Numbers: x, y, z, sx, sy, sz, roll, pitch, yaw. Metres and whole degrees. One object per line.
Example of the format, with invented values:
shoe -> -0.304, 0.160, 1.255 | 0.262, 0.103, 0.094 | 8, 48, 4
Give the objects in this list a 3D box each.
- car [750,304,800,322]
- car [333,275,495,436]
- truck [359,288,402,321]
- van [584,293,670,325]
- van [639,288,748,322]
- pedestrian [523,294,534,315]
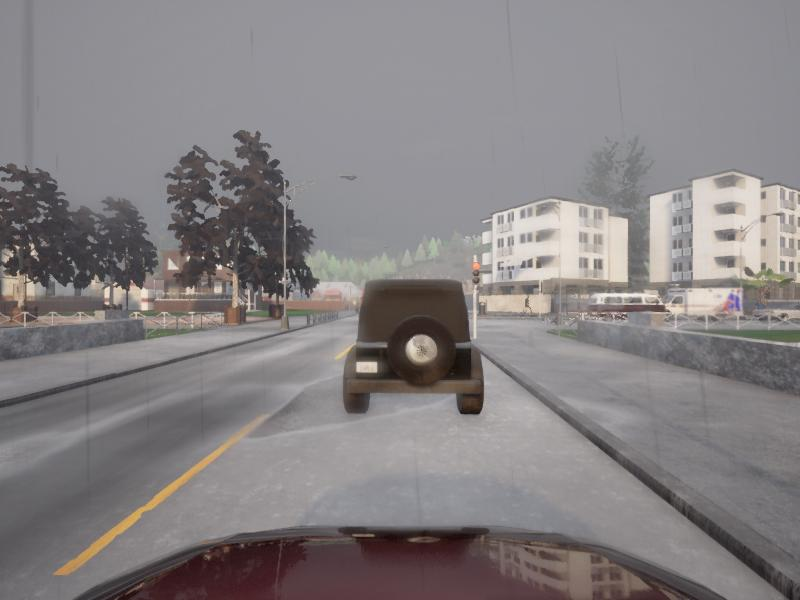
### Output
car -> 29.156, 0.944, 29.630 | 4.718, 1.301, 1.895 | 0, 0, 2
car -> 0.220, 0.646, 6.640 | 1.905, 1.878, 3.866 | 0, 0, 2
truck -> -1.753, 0.366, 33.665 | 2.627, 2.467, 5.204 | -1, 0, -15
van -> 14.733, 0.571, 26.193 | 4.480, 2.038, 2.069 | 0, 0, 3
van -> 21.752, 0.378, 29.883 | 6.366, 2.431, 2.351 | 0, 0, 2
pedestrian -> 11.603, 0.417, 36.186 | 0.751, 1.860, 0.751 | 0, 0, 4
